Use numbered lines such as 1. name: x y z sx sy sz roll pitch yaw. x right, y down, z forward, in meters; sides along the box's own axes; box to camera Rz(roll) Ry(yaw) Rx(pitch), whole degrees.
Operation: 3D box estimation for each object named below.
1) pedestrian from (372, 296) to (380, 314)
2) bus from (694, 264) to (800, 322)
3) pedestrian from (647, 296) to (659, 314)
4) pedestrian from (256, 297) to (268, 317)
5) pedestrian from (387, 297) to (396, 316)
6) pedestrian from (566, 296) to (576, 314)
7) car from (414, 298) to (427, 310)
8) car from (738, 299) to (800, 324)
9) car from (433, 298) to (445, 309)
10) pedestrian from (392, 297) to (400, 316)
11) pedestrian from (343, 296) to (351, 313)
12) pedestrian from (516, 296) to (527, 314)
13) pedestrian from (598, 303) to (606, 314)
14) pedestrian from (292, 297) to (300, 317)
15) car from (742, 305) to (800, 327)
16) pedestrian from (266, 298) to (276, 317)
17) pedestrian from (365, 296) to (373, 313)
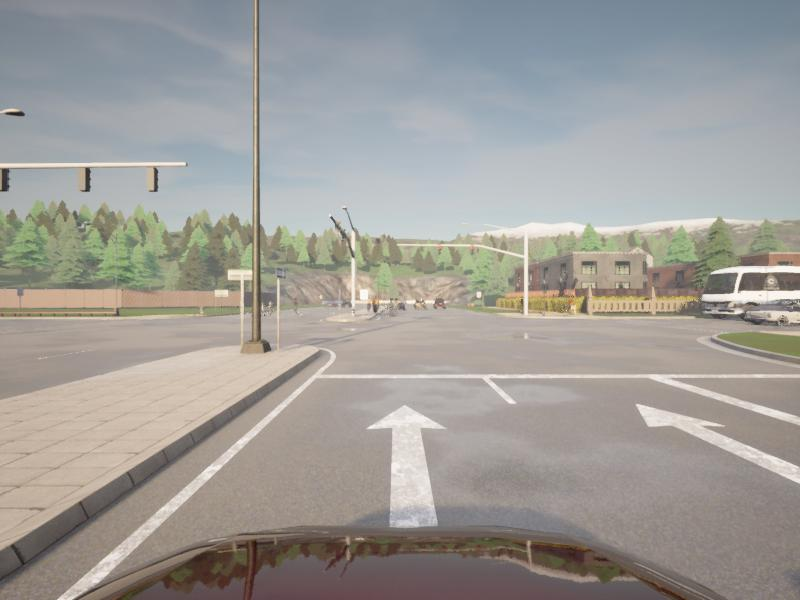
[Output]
1. pedestrian: -2.427 0.485 40.730 0.751 1.860 0.751 0 0 -9
2. bus: 29.837 -0.534 31.640 10.273 4.253 3.944 0 0 -1
3. pedestrian: 26.456 0.485 41.790 0.751 1.860 0.751 0 0 1
4. pedestrian: -12.788 0.637 37.077 0.751 1.860 0.751 0 0 2
5. pedestrian: -0.836 0.637 39.047 0.751 1.860 0.751 0 0 4
6. pedestrian: 17.982 0.485 41.975 0.751 1.860 0.751 0 0 2
7. car: 3.374 0.654 67.748 1.932 1.855 4.605 0 0 0
8. car: 27.123 0.755 28.226 4.611 1.667 2.242 0 0 -1
9. car: 6.868 0.655 70.721 1.905 1.878 3.866 0 0 0
10. pedestrian: -0.426 0.641 39.706 0.751 1.860 0.751 0 0 2
11. pedestrian: -5.806 0.485 44.221 0.751 1.860 0.751 0 0 3
12. pedestrian: 12.401 0.485 40.769 0.751 1.860 0.751 0 0 -22
13. pedestrian: 20.515 0.865 40.670 0.500 1.100 0.500 0 0 -5
14. pedestrian: -9.972 0.637 38.344 0.751 1.860 0.751 0 0 -13
15. car: 24.253 0.944 24.692 4.718 1.301 1.895 0 0 -1
16. pedestrian: -12.602 0.723 39.117 0.751 1.860 0.751 0 0 -4
17. pedestrian: -3.444 0.485 44.825 0.751 1.860 0.751 0 0 -13
